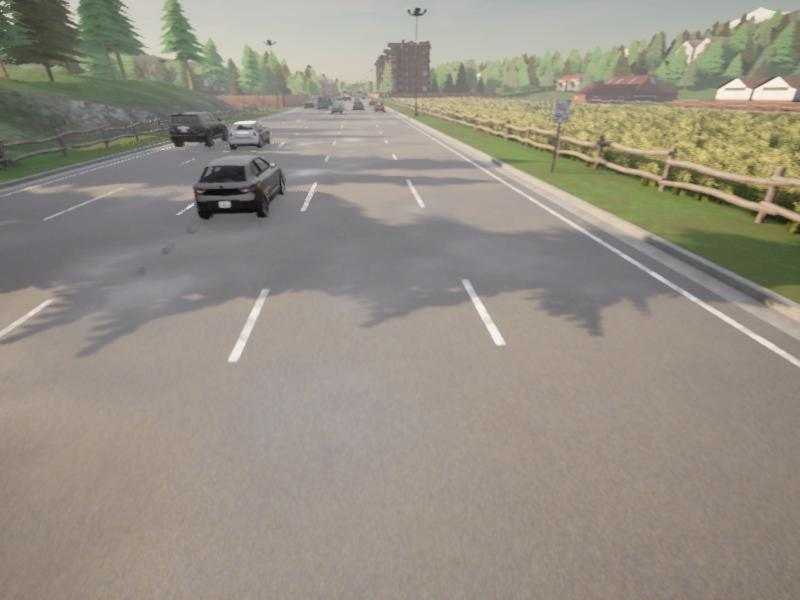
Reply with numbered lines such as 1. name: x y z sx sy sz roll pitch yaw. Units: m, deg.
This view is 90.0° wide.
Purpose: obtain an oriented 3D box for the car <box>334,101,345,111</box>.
1. car: -11.518 -37.193 76.642 1.845 1.501 3.633 -3 28 -5

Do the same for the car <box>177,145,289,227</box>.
1. car: -4.644 -3.553 11.878 1.816 1.474 4.193 -3 28 -4

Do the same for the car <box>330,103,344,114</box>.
1. car: -10.289 -31.360 65.567 2.033 1.411 5.357 -3 28 -5

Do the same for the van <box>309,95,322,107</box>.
1. van: -21.295 -50.383 101.286 2.351 2.431 6.366 -3 28 -5

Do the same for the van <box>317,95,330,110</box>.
1. van: -15.580 -40.160 81.339 1.988 2.561 5.915 -3 28 -5

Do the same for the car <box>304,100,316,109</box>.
1. car: -19.814 -43.083 88.075 1.930 1.638 5.238 -3 28 -5

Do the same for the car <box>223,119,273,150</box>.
1. car: -9.579 -10.604 25.547 1.970 1.475 3.806 -3 28 -4

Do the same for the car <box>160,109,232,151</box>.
1. car: -13.198 -11.307 26.363 2.150 2.045 5.566 -3 28 -4

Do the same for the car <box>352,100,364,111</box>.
1. car: -8.155 -37.922 78.006 2.242 1.667 4.611 -3 28 -5
